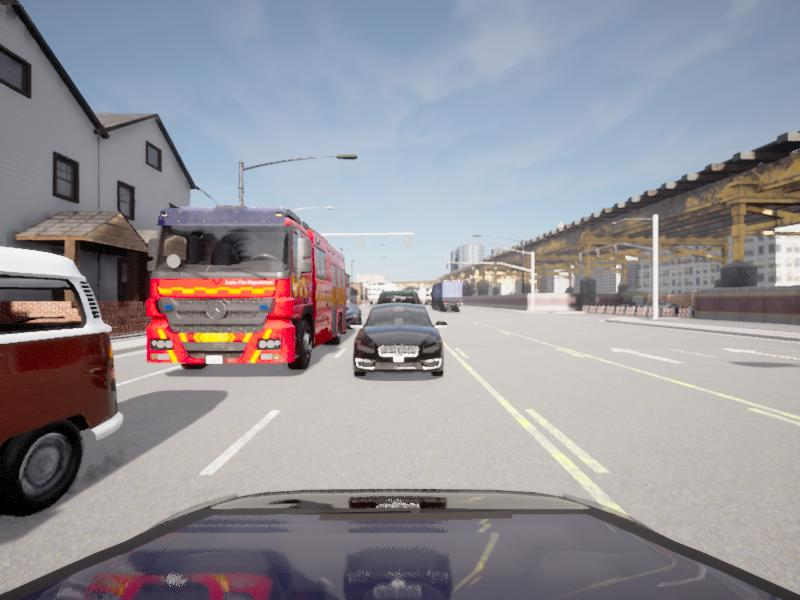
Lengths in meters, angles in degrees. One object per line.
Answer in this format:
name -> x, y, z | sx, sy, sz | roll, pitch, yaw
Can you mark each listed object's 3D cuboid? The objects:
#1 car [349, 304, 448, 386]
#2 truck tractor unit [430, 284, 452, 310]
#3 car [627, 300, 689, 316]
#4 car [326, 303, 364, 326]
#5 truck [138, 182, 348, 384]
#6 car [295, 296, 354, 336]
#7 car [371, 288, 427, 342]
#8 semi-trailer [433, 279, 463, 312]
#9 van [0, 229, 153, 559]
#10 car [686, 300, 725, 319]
car -> -0.028, 0.851, 9.809 | 1.837, 1.490, 4.892 | 0, 0, 0
truck tractor unit -> 6.855, -0.496, 67.585 | 3.053, 4.208, 6.516 | 1, 0, 0
car -> 26.345, 0.817, 41.069 | 2.038, 1.542, 4.974 | 0, 0, -37
car -> -3.595, 0.911, 27.092 | 2.033, 1.411, 5.357 | 0, 0, -3
truck -> -3.536, -0.314, 11.822 | 2.891, 3.827, 8.468 | 0, 0, 0
car -> -3.550, 0.705, 19.764 | 2.097, 1.767, 4.553 | 0, 0, 0
car -> -0.046, 0.577, 17.896 | 2.150, 2.045, 5.566 | 0, 0, 0
semi-trailer -> 6.860, -0.593, 59.662 | 2.717, 4.402, 14.254 | 0, 0, 0
van -> -3.507, 0.576, 1.762 | 2.069, 2.038, 4.480 | 0, 0, 0
car -> 27.147, 0.814, 35.704 | 2.038, 1.542, 4.974 | 0, 0, 28
